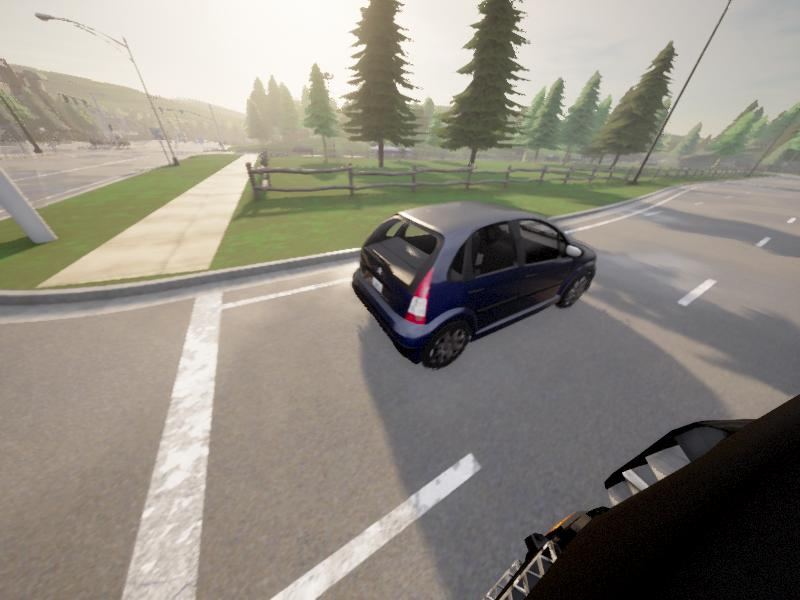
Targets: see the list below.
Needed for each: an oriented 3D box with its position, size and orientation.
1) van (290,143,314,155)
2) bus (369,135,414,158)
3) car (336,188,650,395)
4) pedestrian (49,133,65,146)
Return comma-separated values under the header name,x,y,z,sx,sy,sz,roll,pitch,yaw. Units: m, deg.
name,x,y,z,sx,sy,sz,roll,pitch,yaw
van,-21.580,-33.186,50.863,4.442,1.987,1.775,-16,38,-25
bus,-2.054,-37.351,56.474,10.273,4.253,3.944,-16,38,-26
car,1.360,-0.617,3.541,3.988,1.617,1.851,-16,38,-26
pedestrian,-62.117,-29.045,41.839,0.751,1.860,0.751,-21,40,-31
